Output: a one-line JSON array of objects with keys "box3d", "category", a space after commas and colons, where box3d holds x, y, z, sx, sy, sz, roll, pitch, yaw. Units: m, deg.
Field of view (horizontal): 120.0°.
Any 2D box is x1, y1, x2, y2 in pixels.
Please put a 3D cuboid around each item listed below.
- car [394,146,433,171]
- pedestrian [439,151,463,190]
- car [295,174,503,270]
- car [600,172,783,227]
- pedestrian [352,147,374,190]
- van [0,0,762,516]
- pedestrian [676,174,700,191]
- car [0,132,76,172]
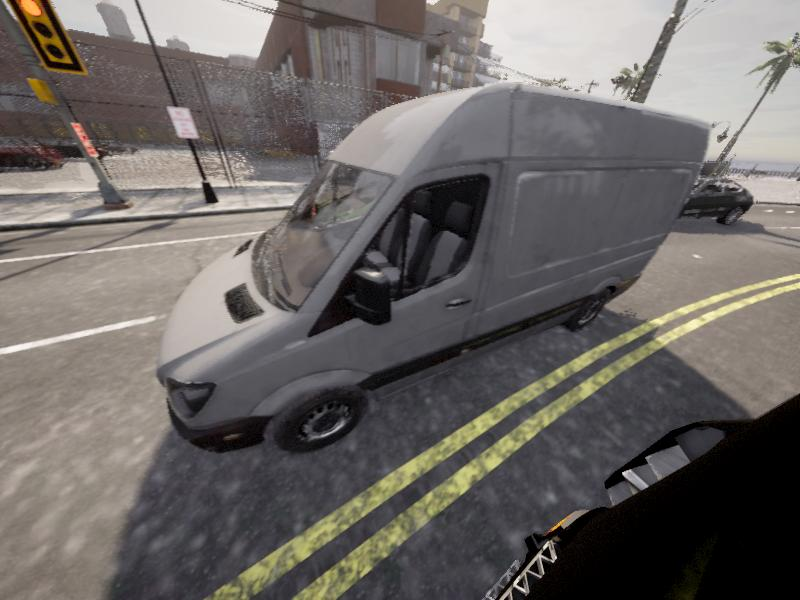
[{"box3d": [1.309, -15.424, 25.111, 1.878, 1.987, 4.442, -17, 38, -27], "category": "car"}, {"box3d": [2.906, -7.421, 13.250, 0.751, 1.860, 0.751, -14, 37, -24], "category": "pedestrian"}, {"box3d": [0.005, -2.242, 5.908, 4.514, 1.525, 2.007, -13, 37, -23], "category": "car"}, {"box3d": [11.871, -4.238, 9.689, 5.027, 1.651, 2.152, -4, 34, -10], "category": "car"}, {"box3d": [-1.877, -6.692, 11.804, 0.751, 1.860, 0.751, -17, 38, -27], "category": "pedestrian"}, {"box3d": [0.759, -0.722, 2.776, 5.915, 2.561, 1.988, -14, 37, -23], "category": "van"}, {"box3d": [22.275, -9.105, 17.893, 0.500, 1.100, 0.500, 5, 34, 3], "category": "pedestrian"}, {"box3d": [-22.197, -8.093, 12.591, 4.553, 1.767, 2.185, -17, 38, -27], "category": "car"}]
